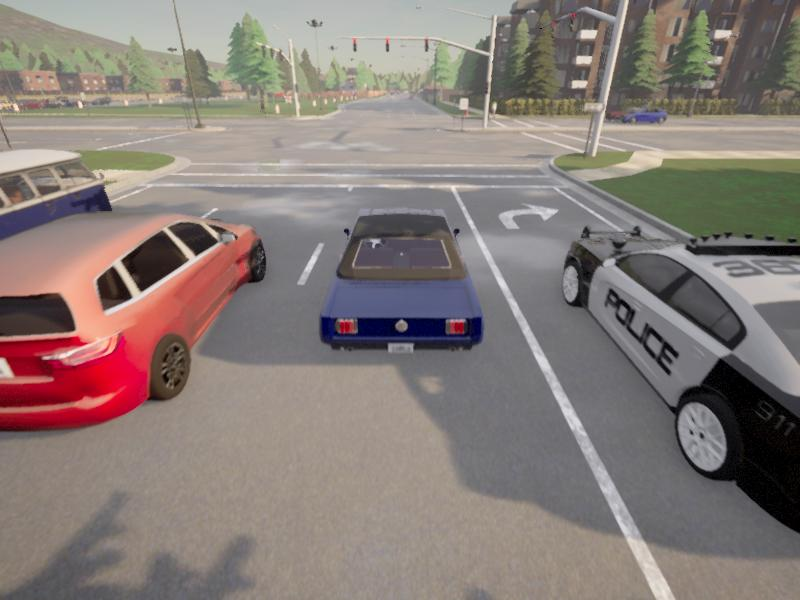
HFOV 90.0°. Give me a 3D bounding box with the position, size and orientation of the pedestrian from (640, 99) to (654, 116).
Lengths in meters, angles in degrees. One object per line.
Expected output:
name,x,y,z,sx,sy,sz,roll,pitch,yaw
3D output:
pedestrian,30.024,-23.438,48.722,0.751,1.860,0.751,0,28,0

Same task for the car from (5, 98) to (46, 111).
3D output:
car,-61.107,-31.960,65.342,2.097,1.767,4.553,0,28,0

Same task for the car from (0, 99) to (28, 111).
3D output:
car,-64.607,-32.064,65.801,1.801,1.575,5.366,0,28,0

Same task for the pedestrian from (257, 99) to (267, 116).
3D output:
pedestrian,-17.012,-23.762,49.299,0.751,1.860,0.751,2,28,4

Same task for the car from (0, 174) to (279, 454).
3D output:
car,-3.480,-0.388,5.349,2.242,1.667,4.611,0,28,0

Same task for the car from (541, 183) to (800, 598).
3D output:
car,3.517,0.034,4.581,1.930,1.638,5.238,0,28,0

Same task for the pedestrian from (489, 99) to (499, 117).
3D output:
pedestrian,10.783,-22.063,46.055,0.751,1.860,0.751,-3,28,-5

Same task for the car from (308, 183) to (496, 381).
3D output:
car,0.027,-0.738,6.422,1.895,1.301,4.718,0,28,0

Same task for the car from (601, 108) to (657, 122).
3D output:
car,24.418,-19.840,42.849,4.718,1.301,1.895,0,28,0

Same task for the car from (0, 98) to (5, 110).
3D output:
car,-68.107,-32.097,65.503,1.932,1.855,4.605,0,28,0

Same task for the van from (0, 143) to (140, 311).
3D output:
van,-6.969,-1.384,6.904,1.775,1.987,4.442,0,28,0

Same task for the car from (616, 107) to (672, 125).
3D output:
car,24.137,-18.292,39.706,4.193,1.474,1.816,0,28,0

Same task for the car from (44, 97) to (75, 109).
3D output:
car,-61.098,-35.402,71.813,1.905,1.878,3.866,0,28,0
